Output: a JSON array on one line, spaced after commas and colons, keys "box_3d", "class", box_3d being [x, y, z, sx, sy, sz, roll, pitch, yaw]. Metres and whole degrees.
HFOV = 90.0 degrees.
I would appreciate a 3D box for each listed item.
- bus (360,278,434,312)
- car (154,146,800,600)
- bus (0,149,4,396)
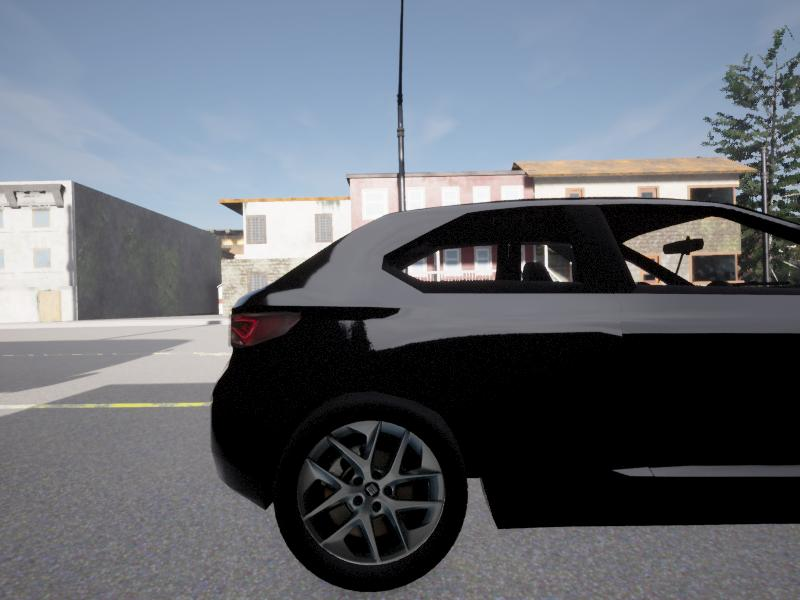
[{"box_3d": [-0.602, -0.527, 54.478, 3.944, 4.253, 10.273, -2, 0, -44], "class": "bus"}, {"box_3d": [1.305, 0.254, 2.205, 4.193, 1.474, 1.816, 0, 0, -1], "class": "car"}, {"box_3d": [-9.263, -1.052, 2.095, 10.273, 4.253, 3.944, -1, 0, -1], "class": "bus"}]
